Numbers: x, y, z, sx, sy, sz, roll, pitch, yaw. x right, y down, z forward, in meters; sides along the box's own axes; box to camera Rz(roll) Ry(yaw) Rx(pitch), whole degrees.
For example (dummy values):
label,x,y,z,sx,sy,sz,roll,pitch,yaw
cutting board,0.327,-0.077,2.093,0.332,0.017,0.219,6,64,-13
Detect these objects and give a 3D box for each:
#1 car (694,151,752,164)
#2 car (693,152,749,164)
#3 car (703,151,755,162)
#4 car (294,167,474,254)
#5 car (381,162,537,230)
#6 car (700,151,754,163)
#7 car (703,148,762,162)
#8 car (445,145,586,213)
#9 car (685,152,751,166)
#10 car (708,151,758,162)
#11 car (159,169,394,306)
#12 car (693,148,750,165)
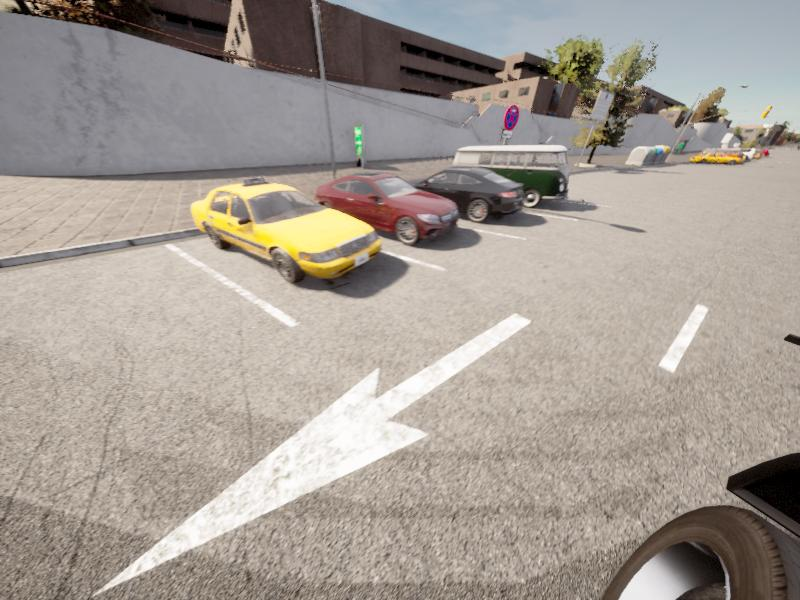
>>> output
label,x,y,z,sx,sy,sz,roll,pitch,yaw
car,54.264,-24.135,39.021,5.366,1.575,1.946,22,39,28
car,51.949,-23.120,37.532,4.792,1.488,2.163,22,39,28
car,59.301,-25.946,41.809,5.008,1.535,2.097,22,39,28
car,-0.603,-2.875,6.740,4.674,1.452,2.002,21,40,29
car,1.836,-3.863,8.124,4.674,1.452,2.002,21,40,29
car,56.863,-25.004,40.366,4.892,1.521,2.231,22,39,28
car,61.720,-27.091,43.110,5.566,2.045,2.435,22,39,28
car,4.371,-5.042,9.314,4.442,1.987,1.878,21,40,29
car,47.244,-21.207,34.552,5.366,1.575,1.946,22,39,28
car,64.185,-27.809,44.686,4.892,1.521,2.231,22,39,28
car,-2.889,-1.858,5.236,5.366,1.575,1.946,21,40,29
car,49.632,-22.351,35.893,4.442,1.987,1.878,22,39,28
